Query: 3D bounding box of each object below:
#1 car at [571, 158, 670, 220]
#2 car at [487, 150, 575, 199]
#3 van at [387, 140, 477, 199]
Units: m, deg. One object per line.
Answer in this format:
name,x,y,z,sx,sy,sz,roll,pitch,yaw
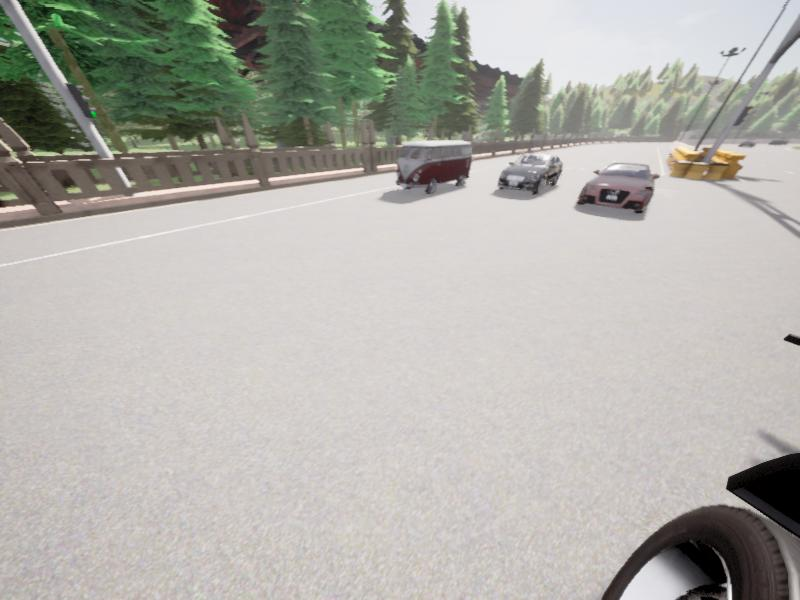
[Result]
car,8.494,-4.480,8.922,1.994,1.385,4.181,28,44,33
car,6.541,-6.331,11.362,2.128,1.511,4.902,28,44,33
van,1.617,-6.391,11.012,1.775,1.987,4.442,28,44,33
